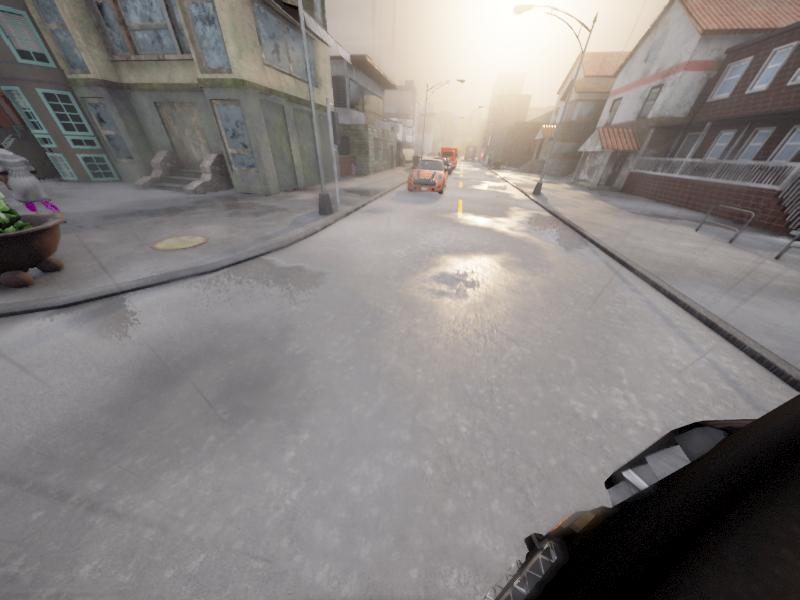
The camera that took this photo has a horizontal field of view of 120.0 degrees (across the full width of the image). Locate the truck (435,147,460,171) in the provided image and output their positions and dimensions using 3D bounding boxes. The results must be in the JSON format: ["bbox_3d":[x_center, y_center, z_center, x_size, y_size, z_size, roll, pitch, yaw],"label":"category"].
[{"bbox_3d":[6.551,-19.310,31.476,2.627,2.467,5.204,9,34,9],"label":"truck"}]

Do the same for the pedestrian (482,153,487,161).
[{"bbox_3d":[22.962,-39.059,62.958,0.751,1.860,0.751,27,40,32],"label":"pedestrian"}]

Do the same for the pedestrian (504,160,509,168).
[{"bbox_3d":[17.614,-22.553,38.249,0.500,1.100,0.500,8,34,7],"label":"pedestrian"}]

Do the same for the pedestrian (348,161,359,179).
[{"bbox_3d":[-3.439,-9.653,17.096,0.500,1.100,0.500,17,36,20],"label":"pedestrian"}]

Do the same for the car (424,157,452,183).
[{"bbox_3d":[3.317,-11.294,19.875,1.851,1.617,3.988,9,34,9],"label":"car"}]

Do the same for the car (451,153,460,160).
[{"bbox_3d":[15.864,-41.120,66.173,2.033,1.411,5.357,9,34,9],"label":"car"}]

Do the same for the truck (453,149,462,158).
[{"bbox_3d":[20.877,-53.453,84.263,2.627,2.467,5.204,9,34,9],"label":"truck"}]

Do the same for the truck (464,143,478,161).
[{"bbox_3d":[19.959,-41.835,65.370,2.891,3.827,8.468,9,34,9],"label":"truck"}]

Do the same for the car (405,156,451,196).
[{"bbox_3d":[1.864,-7.888,14.436,2.097,1.767,4.553,9,34,9],"label":"car"}]

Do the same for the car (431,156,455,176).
[{"bbox_3d":[4.816,-14.835,25.420,2.038,1.542,4.974,9,34,9],"label":"car"}]

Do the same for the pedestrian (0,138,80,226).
[{"bbox_3d":[-9.482,-2.933,5.794,0.751,1.860,0.751,9,34,9],"label":"pedestrian"}]
